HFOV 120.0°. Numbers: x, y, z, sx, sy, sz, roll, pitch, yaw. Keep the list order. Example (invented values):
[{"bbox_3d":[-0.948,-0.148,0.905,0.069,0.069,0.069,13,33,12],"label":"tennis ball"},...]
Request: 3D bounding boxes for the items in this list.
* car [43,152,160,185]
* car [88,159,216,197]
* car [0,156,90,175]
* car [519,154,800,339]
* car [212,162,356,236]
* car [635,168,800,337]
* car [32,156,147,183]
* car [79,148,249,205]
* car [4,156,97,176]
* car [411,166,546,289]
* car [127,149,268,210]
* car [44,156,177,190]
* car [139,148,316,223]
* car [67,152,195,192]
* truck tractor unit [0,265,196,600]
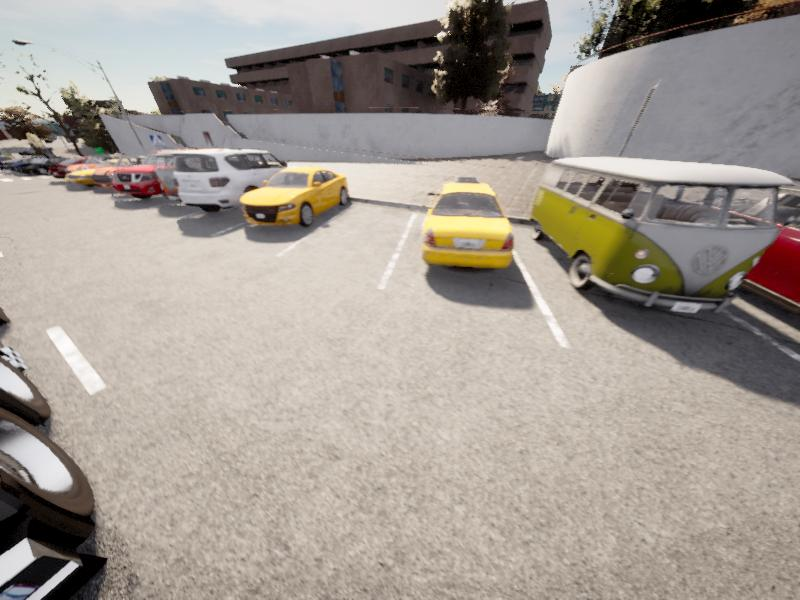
[{"bbox_3d":[-21.579,-9.838,17.123,2.185,1.767,4.553,5,34,9],"label":"car"},{"bbox_3d":[-13.853,-7.263,13.439,2.002,1.452,4.674,5,34,8],"label":"car"},{"bbox_3d":[-39.598,-15.194,26.034,2.097,1.535,5.008,5,34,9],"label":"car"},{"bbox_3d":[4.179,-1.605,4.545,1.878,1.987,4.442,6,35,8],"label":"car"},{"bbox_3d":[-3.540,-3.997,8.462,2.097,1.535,5.008,6,35,8],"label":"car"},{"bbox_3d":[6.782,-0.765,3.491,2.185,1.767,4.553,6,35,8],"label":"car"},{"bbox_3d":[-24.167,-10.510,18.419,2.097,1.535,5.008,5,34,9],"label":"car"},{"bbox_3d":[-11.277,-6.669,12.006,2.435,2.045,5.566,6,34,8],"label":"car"},{"bbox_3d":[-37.036,-14.427,24.760,2.097,1.535,5.008,5,34,9],"label":"car"},{"bbox_3d":[1.642,-2.427,6.147,1.946,1.575,5.366,5,35,8],"label":"car"},{"bbox_3d":[-8.718,-5.778,10.709,1.878,1.987,4.442,6,34,8],"label":"car"},{"bbox_3d":[-19.034,-8.814,15.757,1.946,1.575,5.366,5,34,9],"label":"car"},{"bbox_3d":[-6.121,-5.052,9.575,2.435,2.045,5.566,5,34,9],"label":"car"},{"bbox_3d":[-16.426,-8.227,14.617,2.185,1.767,4.553,5,34,9],"label":"car"},{"bbox_3d":[-5.113,-0.297,0.791,6.516,4.208,3.053,18,38,24],"label":"truck tractor unit"}]
